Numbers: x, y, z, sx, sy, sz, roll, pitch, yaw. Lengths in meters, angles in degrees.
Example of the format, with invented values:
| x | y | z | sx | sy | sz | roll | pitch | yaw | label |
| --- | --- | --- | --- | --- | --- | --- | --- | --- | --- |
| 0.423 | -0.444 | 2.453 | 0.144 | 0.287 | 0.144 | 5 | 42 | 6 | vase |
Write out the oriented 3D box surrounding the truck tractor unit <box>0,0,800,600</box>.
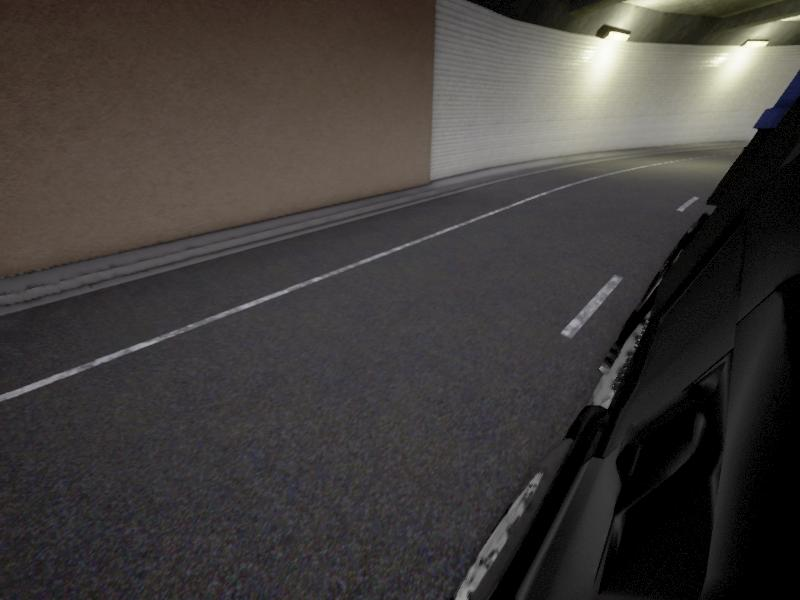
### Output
| x | y | z | sx | sy | sz | roll | pitch | yaw | label |
| --- | --- | --- | --- | --- | --- | --- | --- | --- | --- |
| 2.645 | -0.295 | 0.352 | 6.516 | 4.208 | 3.053 | -28 | 44 | -30 | truck tractor unit |

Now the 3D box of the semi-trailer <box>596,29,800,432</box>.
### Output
| x | y | z | sx | sy | sz | roll | pitch | yaw | label |
| --- | --- | --- | --- | --- | --- | --- | --- | --- | --- |
| 8.781 | -3.556 | 4.132 | 14.254 | 4.402 | 2.717 | -27 | 43 | -29 | semi-trailer |
